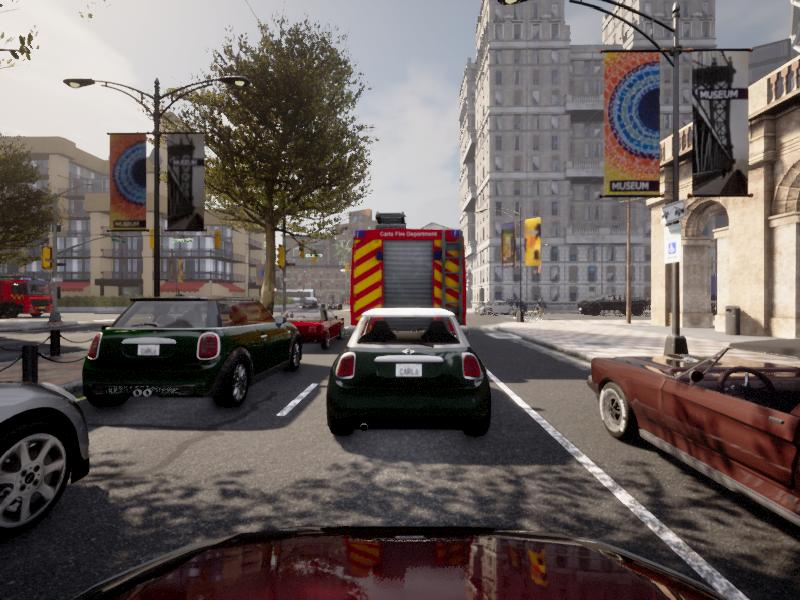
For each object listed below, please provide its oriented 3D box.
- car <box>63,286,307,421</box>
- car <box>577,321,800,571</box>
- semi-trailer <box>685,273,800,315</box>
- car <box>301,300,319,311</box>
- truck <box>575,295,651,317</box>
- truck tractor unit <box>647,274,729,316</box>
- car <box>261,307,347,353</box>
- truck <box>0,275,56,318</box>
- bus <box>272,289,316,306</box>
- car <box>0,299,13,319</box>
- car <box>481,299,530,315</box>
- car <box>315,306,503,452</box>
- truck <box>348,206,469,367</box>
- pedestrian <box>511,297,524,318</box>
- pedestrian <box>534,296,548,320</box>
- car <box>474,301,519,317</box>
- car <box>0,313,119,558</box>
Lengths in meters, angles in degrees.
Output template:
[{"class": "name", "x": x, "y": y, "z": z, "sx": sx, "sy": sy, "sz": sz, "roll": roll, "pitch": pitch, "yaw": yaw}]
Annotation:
[{"class": "car", "x": -3.355, "y": 0.694, "z": 7.527, "sx": 2.097, "sy": 1.767, "sz": 4.553, "roll": 0, "pitch": 0, "yaw": 1}, {"class": "car", "x": 3.308, "y": 0.938, "z": 3.058, "sx": 1.895, "sy": 1.301, "sz": 4.718, "roll": 0, "pitch": 0, "yaw": 1}, {"class": "semi-trailer", "x": 38.792, "y": -0.618, "z": 42.942, "sx": 14.254, "sy": 4.402, "sz": 2.717, "roll": 0, "pitch": 0, "yaw": 1}, {"class": "car", "x": -13.798, "y": 0.815, "z": 61.323, "sx": 1.789, "sy": 1.549, "sz": 3.705, "roll": 0, "pitch": 0, "yaw": 1}, {"class": "truck", "x": 21.050, "y": 0.542, "z": 39.746, "sx": 6.274, "sy": 2.098, "sz": 2.390, "roll": 0, "pitch": 0, "yaw": 1}, {"class": "truck tractor unit", "x": 30.884, "y": -0.522, "z": 43.093, "sx": 6.516, "sy": 4.208, "sz": 3.053, "roll": 0, "pitch": 0, "yaw": 1}, {"class": "car", "x": -3.218, "y": 0.944, "z": 14.445, "sx": 1.895, "sy": 1.301, "sz": 4.718, "roll": 0, "pitch": 0, "yaw": 1}, {"class": "truck", "x": -37.345, "y": -0.320, "z": 37.063, "sx": 8.468, "sy": 3.827, "sz": 2.891, "roll": 0, "pitch": 0, "yaw": 1}, {"class": "bus", "x": -26.944, "y": -0.539, "z": 102.329, "sx": 10.273, "sy": 4.253, "sz": 3.944, "roll": 0, "pitch": 0, "yaw": 2}, {"class": "car", "x": -36.048, "y": 0.771, "z": 33.548, "sx": 5.238, "sy": 1.638, "sz": 1.930, "roll": 0, "pitch": 0, "yaw": 0}, {"class": "car", "x": 11.387, "y": 0.778, "z": 43.383, "sx": 4.856, "sy": 1.649, "sz": 2.033, "roll": 0, "pitch": 0, "yaw": 1}, {"class": "car", "x": 0.119, "y": 0.853, "z": 6.110, "sx": 1.970, "sy": 1.475, "sz": 3.806, "roll": 0, "pitch": 0, "yaw": 1}, {"class": "truck", "x": 0.274, "y": -0.321, "z": 13.781, "sx": 2.891, "sy": 3.827, "sz": 8.468, "roll": 0, "pitch": 0, "yaw": 1}, {"class": "pedestrian", "x": 10.082, "y": 0.637, "z": 34.330, "sx": 0.751, "sy": 1.860, "sz": 0.751, "roll": 0, "pitch": 0, "yaw": -9}, {"class": "pedestrian", "x": 11.090, "y": 0.637, "z": 31.480, "sx": 0.751, "sy": 1.860, "sz": 0.751, "roll": 0, "pitch": 0, "yaw": -3}, {"class": "car", "x": 9.349, "y": 0.853, "z": 39.093, "sx": 3.806, "sy": 1.475, "sz": 1.970, "roll": 0, "pitch": 0, "yaw": -8}, {"class": "car", "x": -3.473, "y": 0.853, "z": 1.600, "sx": 1.970, "sy": 1.475, "sz": 3.806, "roll": 0, "pitch": 0, "yaw": 1}]
